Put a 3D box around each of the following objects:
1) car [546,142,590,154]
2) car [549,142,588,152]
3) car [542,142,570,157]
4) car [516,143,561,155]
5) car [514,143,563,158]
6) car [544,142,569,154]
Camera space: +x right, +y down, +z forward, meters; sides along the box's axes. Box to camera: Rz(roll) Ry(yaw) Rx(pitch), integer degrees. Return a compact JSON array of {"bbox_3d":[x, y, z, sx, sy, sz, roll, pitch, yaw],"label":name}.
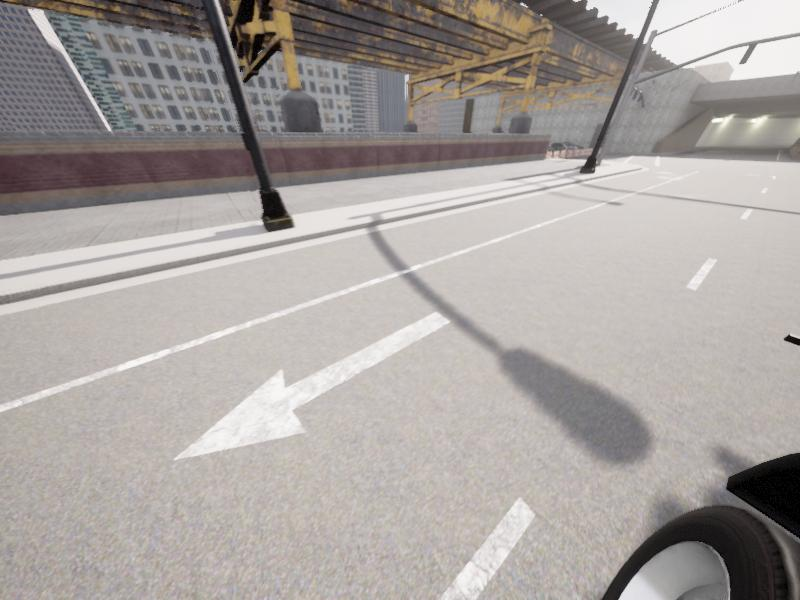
[{"bbox_3d":[25.792,-23.425,35.549,4.974,1.542,2.038,-4,35,-5],"label":"car"},{"bbox_3d":[25.740,-23.550,35.453,4.536,1.218,1.853,-4,35,-5],"label":"car"},{"bbox_3d":[21.845,-21.266,32.518,2.038,1.542,4.974,11,37,15],"label":"car"},{"bbox_3d":[18.022,-19.859,30.278,4.536,1.218,1.853,5,36,7],"label":"car"},{"bbox_3d":[18.074,-19.726,30.363,4.974,1.542,2.038,5,36,7],"label":"car"},{"bbox_3d":[21.861,-21.423,32.467,1.853,1.218,4.536,11,37,15],"label":"car"}]
